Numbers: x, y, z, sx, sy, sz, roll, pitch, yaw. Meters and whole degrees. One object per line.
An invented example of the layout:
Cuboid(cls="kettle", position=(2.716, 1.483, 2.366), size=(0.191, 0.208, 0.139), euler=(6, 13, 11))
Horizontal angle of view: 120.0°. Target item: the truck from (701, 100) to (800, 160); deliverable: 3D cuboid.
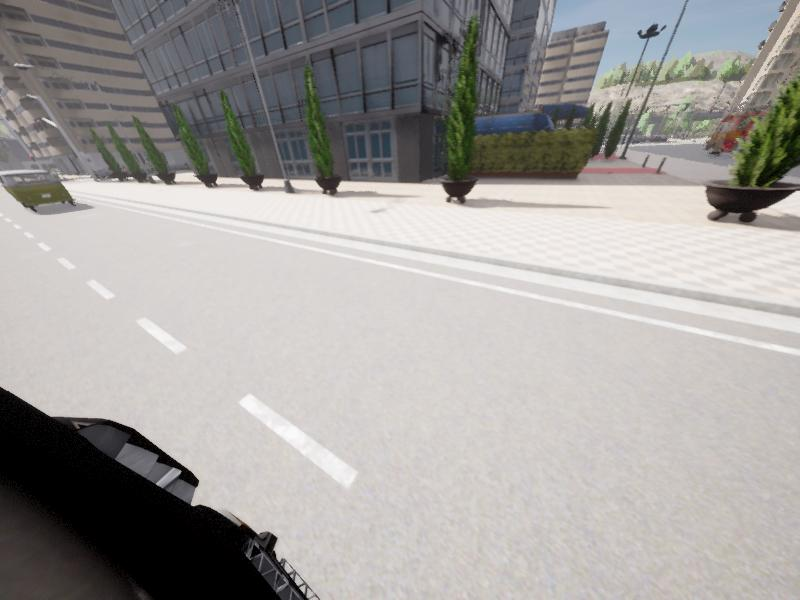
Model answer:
Cuboid(cls="truck", position=(32.697, -15.460, 21.231), size=(2.891, 3.827, 8.468), euler=(17, 38, 27))

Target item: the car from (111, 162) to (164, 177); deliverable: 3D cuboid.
Cuboid(cls="car", position=(-42.724, -21.377, 37.804), size=(1.930, 1.638, 5.238), euler=(16, 38, 26))

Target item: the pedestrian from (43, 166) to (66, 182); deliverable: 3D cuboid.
Cuboid(cls="pedestrian", position=(-49.092, -17.888, 32.825), size=(0.751, 1.860, 0.751), euler=(1, 34, 6))

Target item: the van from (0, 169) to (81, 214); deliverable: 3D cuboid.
Cuboid(cls="van", position=(-21.450, -6.504, 13.584), size=(4.442, 1.987, 1.775), euler=(16, 38, 26))

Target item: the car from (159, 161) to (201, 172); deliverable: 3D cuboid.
Cuboid(cls="car", position=(-42.198, -25.666, 44.435), size=(2.033, 1.411, 5.357), euler=(16, 38, 26))

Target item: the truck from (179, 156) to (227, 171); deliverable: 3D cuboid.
Cuboid(cls="truck", position=(-37.798, -26.447, 44.640), size=(2.390, 2.098, 6.274), euler=(16, 38, 26))

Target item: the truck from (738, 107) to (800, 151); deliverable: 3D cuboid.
Cuboid(cls="truck", position=(44.201, -19.319, 26.153), size=(2.891, 3.827, 8.468), euler=(16, 38, 26))

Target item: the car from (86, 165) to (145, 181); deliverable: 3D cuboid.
Cuboid(cls="car", position=(-38.701, -17.373, 31.577), size=(2.007, 1.525, 4.514), euler=(13, 37, 23))

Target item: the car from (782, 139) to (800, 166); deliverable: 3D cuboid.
Cuboid(cls="car", position=(27.235, -9.090, 14.018), size=(2.242, 1.667, 4.611), euler=(16, 38, 26))

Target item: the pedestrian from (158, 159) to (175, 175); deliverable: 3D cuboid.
Cuboid(cls="pedestrian", position=(-33.132, -18.910, 32.839), size=(0.751, 1.860, 0.751), euler=(8, 35, 16))

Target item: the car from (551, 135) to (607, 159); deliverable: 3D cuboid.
Cuboid(cls="car", position=(21.897, -18.704, 28.249), size=(6.274, 2.098, 2.390), euler=(-19, 37, -23))
